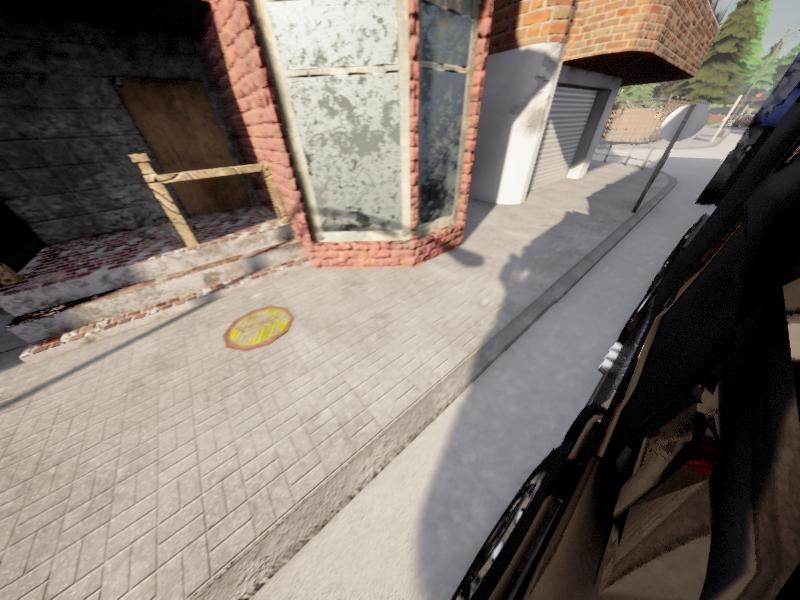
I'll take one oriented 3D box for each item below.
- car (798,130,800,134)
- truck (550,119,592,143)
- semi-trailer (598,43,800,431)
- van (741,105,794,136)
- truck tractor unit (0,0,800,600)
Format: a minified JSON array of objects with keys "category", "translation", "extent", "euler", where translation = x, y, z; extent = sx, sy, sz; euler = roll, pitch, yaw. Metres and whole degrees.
[{"category":"car","translation":[44.304,-18.300,24.134],"extent":[4.514,1.525,2.007],"euler":[-28,44,-30]},{"category":"truck","translation":[19.653,-19.495,26.566],"extent":[4.478,2.038,2.069],"euler":[-28,44,-30]},{"category":"semi-trailer","translation":[8.695,-3.601,4.239],"extent":[14.254,4.402,2.717],"euler":[-28,44,-30]},{"category":"van","translation":[41.143,-20.192,25.978],"extent":[5.915,2.561,1.988],"euler":[-28,44,-30]},{"category":"truck tractor unit","translation":[2.645,-0.295,0.351],"extent":[6.516,4.208,3.053],"euler":[-28,44,-30]}]
